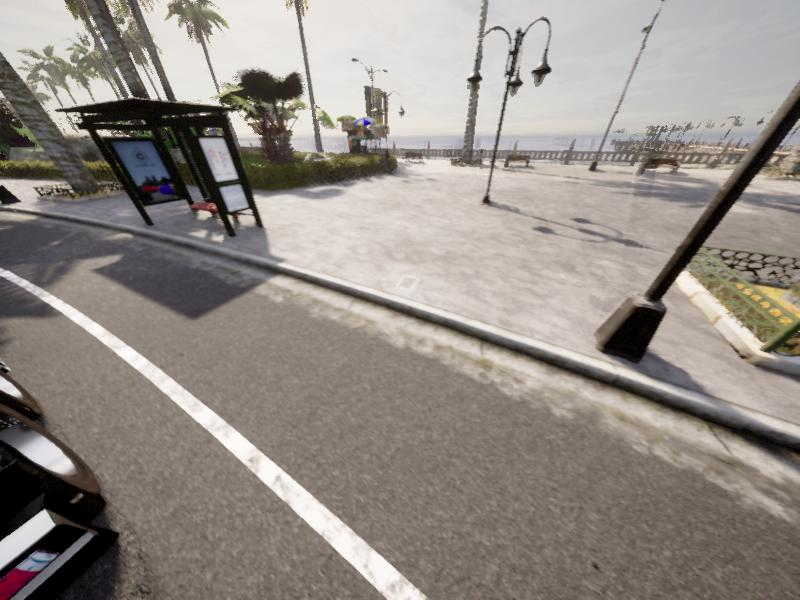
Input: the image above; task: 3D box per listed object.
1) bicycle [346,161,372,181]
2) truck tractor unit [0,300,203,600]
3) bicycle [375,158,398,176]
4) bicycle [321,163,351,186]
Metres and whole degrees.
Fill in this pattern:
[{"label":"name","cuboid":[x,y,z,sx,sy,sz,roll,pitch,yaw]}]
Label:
[{"label":"bicycle","cuboid":[-2.529,-8.019,14.335,1.643,1.024,0.373,19,39,25]},{"label":"truck tractor unit","cuboid":[-5.177,-0.229,0.688,6.516,4.208,3.053,16,38,21]},{"label":"bicycle","cuboid":[-0.964,-9.507,16.442,1.643,1.024,0.373,19,39,25]},{"label":"bicycle","cuboid":[-3.572,-7.026,12.929,1.643,1.024,0.373,19,39,25]}]
